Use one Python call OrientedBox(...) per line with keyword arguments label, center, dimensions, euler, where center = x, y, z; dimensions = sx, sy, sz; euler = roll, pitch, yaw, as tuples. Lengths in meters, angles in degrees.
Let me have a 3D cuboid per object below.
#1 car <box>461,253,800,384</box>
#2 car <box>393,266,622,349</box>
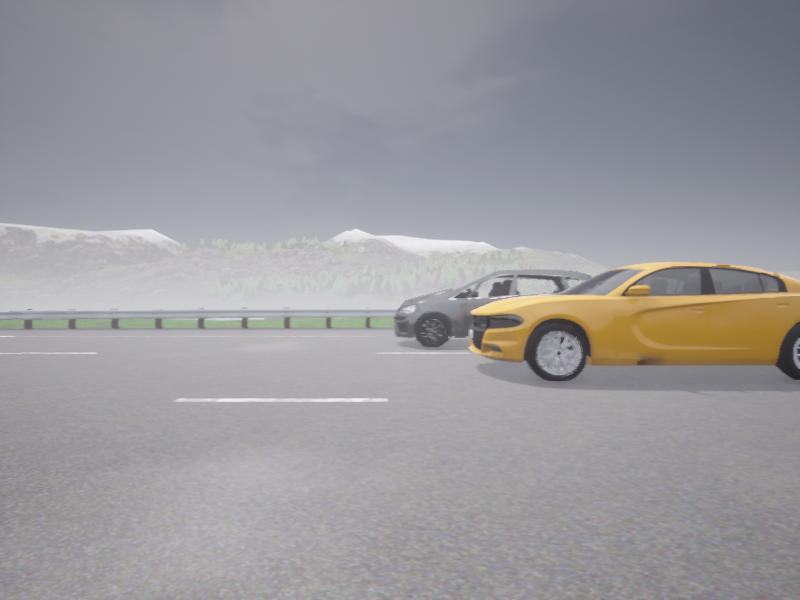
OrientedBox(label="car", center=(3.521, 0.219, 5.688), dimensions=(5.008, 1.535, 1.882), euler=(0, 0, 0))
OrientedBox(label="car", center=(2.165, 0.154, 9.192), dimensions=(4.611, 1.667, 2.242), euler=(0, 0, 0))
